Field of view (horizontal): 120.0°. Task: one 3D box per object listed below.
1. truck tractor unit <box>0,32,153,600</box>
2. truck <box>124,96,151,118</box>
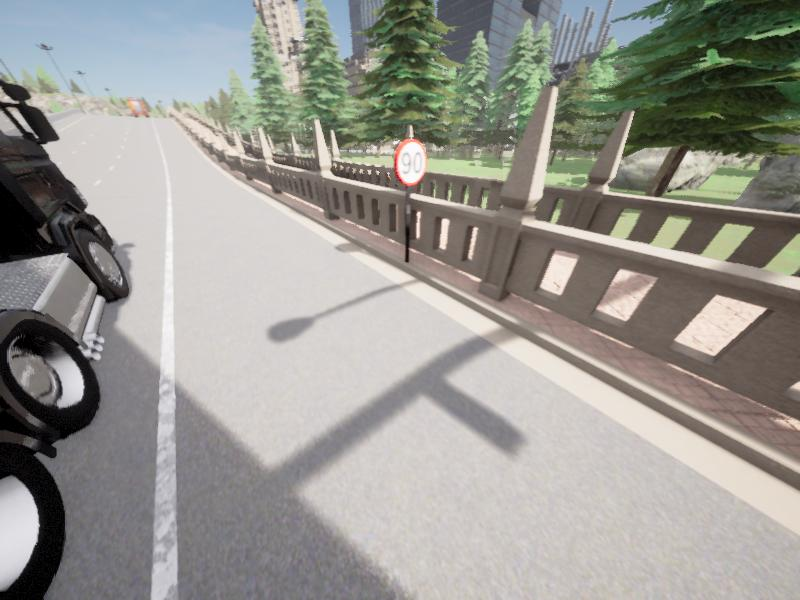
[{"bbox_3d":[-4.687,-0.587,1.209,3.053,4.208,6.516,-25,42,-32],"label":"truck tractor unit"},{"bbox_3d":[-67.500,-49.565,59.578,2.891,3.827,8.468,-25,44,-32],"label":"truck"}]
